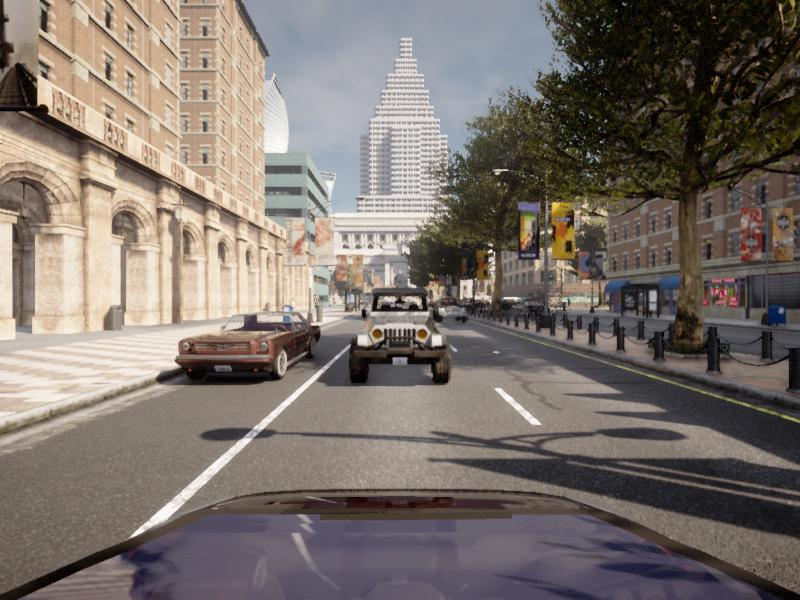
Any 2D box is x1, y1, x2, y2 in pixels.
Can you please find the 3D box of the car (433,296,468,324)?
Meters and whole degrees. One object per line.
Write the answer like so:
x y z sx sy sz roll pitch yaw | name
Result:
3.499 0.656 28.563 1.932 1.855 4.605 0 0 0 | car

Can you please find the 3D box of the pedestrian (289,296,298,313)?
-12.009 0.492 45.052 0.751 1.860 0.751 0 0 9 | pedestrian

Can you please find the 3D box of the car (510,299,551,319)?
11.502 0.776 35.559 1.930 1.638 5.238 0 0 0 | car

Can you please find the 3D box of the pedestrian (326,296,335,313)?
-7.695 0.491 44.333 0.751 1.860 0.751 0 0 8 | pedestrian

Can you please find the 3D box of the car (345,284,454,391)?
-0.001 0.645 8.931 1.905 1.878 3.866 0 0 0 | car

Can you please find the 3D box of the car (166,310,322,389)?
-3.250 0.940 9.526 1.895 1.301 4.718 0 0 0 | car
